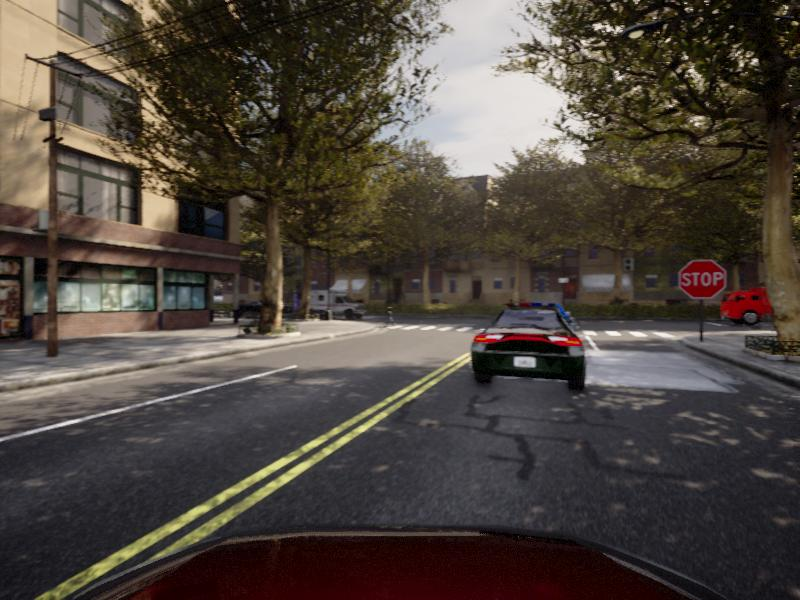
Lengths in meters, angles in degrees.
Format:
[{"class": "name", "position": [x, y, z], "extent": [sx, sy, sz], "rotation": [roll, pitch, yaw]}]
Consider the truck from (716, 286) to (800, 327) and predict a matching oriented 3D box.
[{"class": "truck", "position": [23.940, 0.390, 25.708], "extent": [5.204, 2.467, 2.627], "rotation": [0, 0, 23]}]

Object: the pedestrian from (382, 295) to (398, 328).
[{"class": "pedestrian", "position": [-0.588, 0.647, 23.217], "extent": [0.751, 1.860, 0.751], "rotation": [0, 0, 13]}]

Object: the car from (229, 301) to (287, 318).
[{"class": "car", "position": [-13.254, 0.841, 37.392], "extent": [4.902, 1.511, 2.128], "rotation": [0, 0, 23]}]

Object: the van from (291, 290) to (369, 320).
[{"class": "van", "position": [-6.056, 0.388, 34.398], "extent": [6.366, 2.431, 2.351], "rotation": [0, 0, 23]}]

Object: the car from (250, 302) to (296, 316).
[{"class": "car", "position": [-13.039, 0.914, 41.093], "extent": [4.181, 1.385, 1.994], "rotation": [0, 0, 23]}]

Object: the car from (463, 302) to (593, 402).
[{"class": "car", "position": [2.937, 0.833, 8.936], "extent": [2.038, 1.542, 4.974], "rotation": [0, 0, 21]}]

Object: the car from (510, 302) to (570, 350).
[{"class": "car", "position": [5.516, 0.835, 15.563], "extent": [1.882, 1.535, 5.008], "rotation": [0, 0, 22]}]
